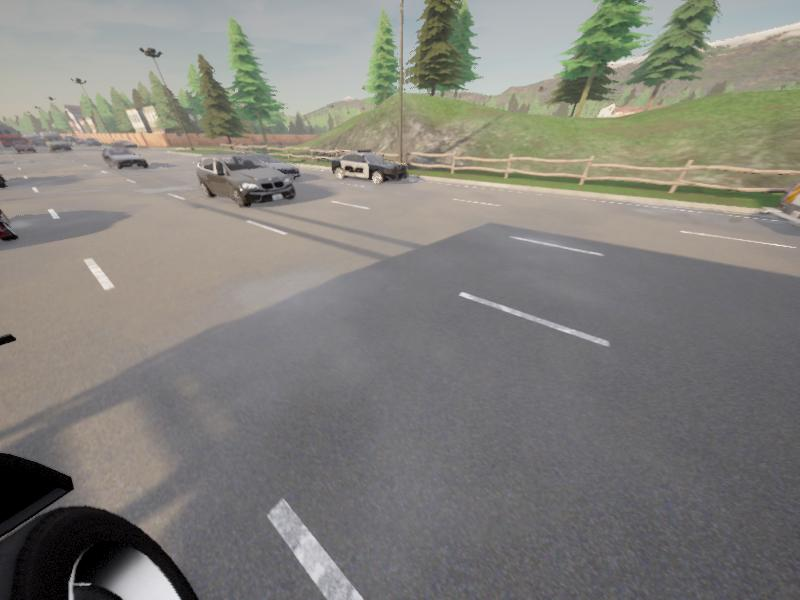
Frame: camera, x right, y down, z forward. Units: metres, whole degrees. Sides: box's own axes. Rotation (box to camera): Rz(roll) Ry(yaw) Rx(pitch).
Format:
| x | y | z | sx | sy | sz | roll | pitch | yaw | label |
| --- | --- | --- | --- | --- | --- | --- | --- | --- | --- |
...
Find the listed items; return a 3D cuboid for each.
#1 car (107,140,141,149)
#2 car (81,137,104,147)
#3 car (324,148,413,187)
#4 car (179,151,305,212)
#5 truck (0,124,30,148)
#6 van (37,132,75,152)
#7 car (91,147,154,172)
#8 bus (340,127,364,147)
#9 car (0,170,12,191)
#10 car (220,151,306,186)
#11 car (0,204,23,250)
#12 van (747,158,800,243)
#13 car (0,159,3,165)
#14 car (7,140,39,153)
| x | y | z | sx | sy | sz | roll | pitch | yaw | label |
| --- | --- | --- | --- | --- | --- | --- | --- | --- | --- |
| -54.153 | -30.491 | 45.324 | 5.357 | 1.411 | 2.033 | 13 | 37 | 17 | car |
| -70.158 | -36.062 | 52.706 | 4.553 | 1.767 | 2.097 | 22 | 41 | 28 | car |
| -1.971 | -8.179 | 14.049 | 5.238 | 1.638 | 1.930 | 22 | 41 | 28 | car |
| -6.581 | -5.146 | 9.681 | 4.611 | 1.667 | 2.242 | 22 | 41 | 28 | car |
| -81.361 | -34.080 | 48.008 | 8.468 | 3.827 | 2.891 | 22 | 41 | 28 | truck |
| -55.210 | -25.343 | 37.028 | 5.915 | 2.561 | 1.988 | 22 | 41 | 28 | van |
| -22.736 | -11.625 | 18.927 | 5.357 | 1.411 | 2.033 | 22 | 41 | 28 | car |
| -14.170 | -47.661 | 67.586 | 3.944 | 4.253 | 10.273 | -15 | 38 | -21 | bus |
| -22.025 | -6.505 | 11.482 | 5.027 | 1.651 | 2.152 | 22 | 41 | 28 | car |
| -8.537 | -8.293 | 14.356 | 5.357 | 1.411 | 2.033 | 22 | 41 | 28 | car |
| -11.636 | -2.129 | 5.612 | 4.181 | 1.385 | 1.994 | 22 | 40 | 27 | car |
| 13.754 | -2.083 | 4.897 | 6.366 | 2.431 | 2.351 | 22 | 41 | 28 | van |
| -38.120 | -13.014 | 20.657 | 4.792 | 1.488 | 2.163 | 22 | 41 | 28 | car |
| -54.951 | -22.362 | 33.684 | 3.633 | 1.501 | 1.845 | 22 | 41 | 28 | car |
